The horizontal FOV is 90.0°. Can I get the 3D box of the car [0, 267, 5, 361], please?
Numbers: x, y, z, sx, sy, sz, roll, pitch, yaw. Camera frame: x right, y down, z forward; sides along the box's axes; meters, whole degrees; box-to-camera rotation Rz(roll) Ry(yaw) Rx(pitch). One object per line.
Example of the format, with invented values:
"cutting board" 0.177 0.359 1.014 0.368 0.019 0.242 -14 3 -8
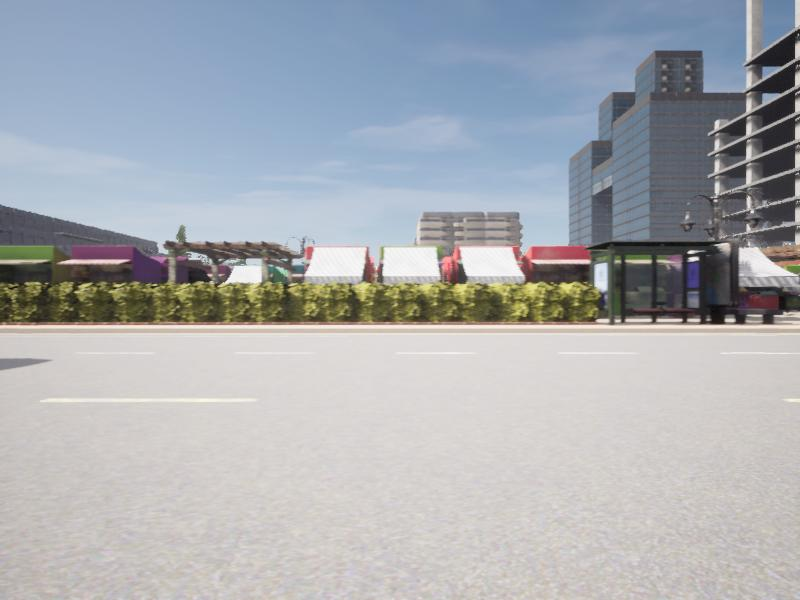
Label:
"car" -9.064 0.226 5.697 5.008 1.535 1.882 0 0 0
